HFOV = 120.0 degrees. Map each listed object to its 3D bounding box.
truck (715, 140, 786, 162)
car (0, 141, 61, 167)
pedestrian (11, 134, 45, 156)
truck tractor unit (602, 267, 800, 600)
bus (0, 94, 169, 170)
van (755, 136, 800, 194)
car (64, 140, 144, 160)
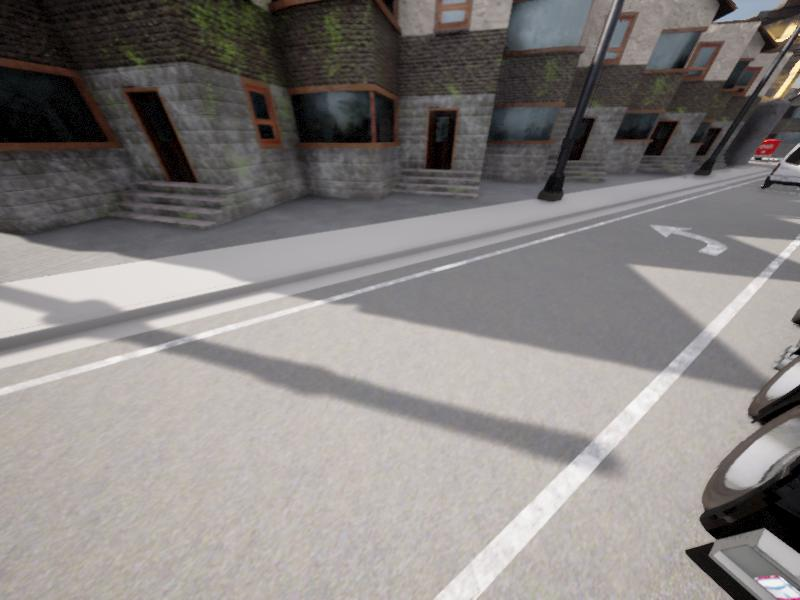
[{"bbox_3d":[50.783,-21.928,33.792,2.627,2.467,5.204,9,36,13],"label":"truck"},{"bbox_3d":[-32.071,-11.758,18.596,1.882,1.535,5.008,9,37,13],"label":"car"},{"bbox_3d":[-37.865,-15.804,23.537,0.751,1.860,0.751,5,35,7],"label":"pedestrian"},{"bbox_3d":[5.117,-0.292,0.783,6.516,4.208,3.053,-18,39,-24],"label":"truck tractor unit"},{"bbox_3d":[-27.679,-14.217,19.627,3.944,4.253,10.273,9,38,13],"label":"bus"},{"bbox_3d":[23.910,-7.799,13.203,5.915,2.561,1.988,-17,38,-22],"label":"van"},{"bbox_3d":[-30.269,-15.597,23.870,1.812,1.442,4.674,10,38,13],"label":"car"}]
